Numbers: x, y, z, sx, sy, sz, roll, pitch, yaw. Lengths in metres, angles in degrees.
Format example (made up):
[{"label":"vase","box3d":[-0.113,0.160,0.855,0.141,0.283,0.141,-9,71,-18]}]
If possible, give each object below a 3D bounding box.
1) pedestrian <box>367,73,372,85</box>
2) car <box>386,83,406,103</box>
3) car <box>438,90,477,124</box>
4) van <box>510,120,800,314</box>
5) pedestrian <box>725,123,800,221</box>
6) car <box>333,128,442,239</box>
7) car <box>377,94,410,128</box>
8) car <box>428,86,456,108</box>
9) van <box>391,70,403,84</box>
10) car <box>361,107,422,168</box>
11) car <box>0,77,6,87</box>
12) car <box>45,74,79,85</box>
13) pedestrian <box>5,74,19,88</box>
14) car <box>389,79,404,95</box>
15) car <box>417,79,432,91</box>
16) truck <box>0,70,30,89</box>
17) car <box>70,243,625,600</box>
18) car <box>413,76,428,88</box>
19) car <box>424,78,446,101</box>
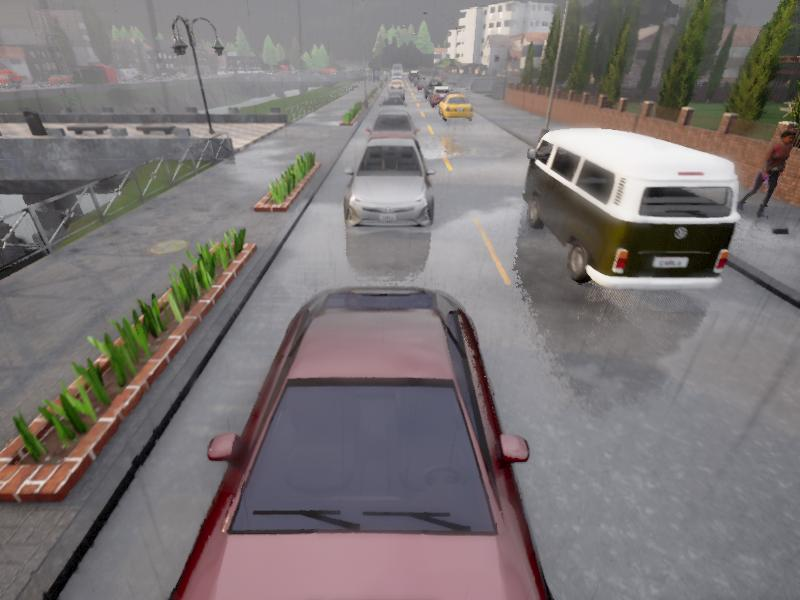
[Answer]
[{"label":"pedestrian","box3d":[-5.521,-39.969,72.252,0.751,1.860,0.751,3,30,6]},{"label":"car","box3d":[-0.352,-20.341,39.274,1.845,1.501,3.633,0,30,0]},{"label":"car","box3d":[3.602,-12.690,26.145,1.801,1.575,5.366,0,30,0]},{"label":"van","box3d":[3.650,-1.818,7.097,2.069,2.038,4.480,0,30,0]},{"label":"pedestrian","box3d":[7.972,-2.729,8.584,0.751,1.860,0.751,4,31,6]},{"label":"car","box3d":[-0.206,-3.032,9.677,2.007,1.525,4.514,0,30,1]},{"label":"car","box3d":[-0.407,-11.468,24.154,1.816,1.474,4.193,0,30,-1]},{"label":"car","box3d":[3.567,-17.601,34.646,1.970,1.475,3.806,0,30,0]},{"label":"van","box3d":[-0.540,-43.788,78.474,2.351,2.431,6.366,0,30,0]},{"label":"car","box3d":[-0.253,-6.373,15.389,2.007,1.525,4.514,0,30,0]},{"label":"car","box3d":[-66.186,-34.663,63.700,1.837,1.490,4.892,0,30,0]},{"label":"car","box3d":[-62.226,-40.728,73.795,2.097,1.767,4.553,0,30,0]},{"label":"pedestrian","box3d":[-58.593,-33.088,60.409,0.751,1.860,0.751,19,36,30]},{"label":"car","box3d":[-0.400,-26.920,50.517,1.882,1.535,5.008,0,30,0]},{"label":"car","box3d":[3.475,-30.958,57.597,1.994,1.385,4.181,0,30,0]},{"label":"truck","box3d":[-62.185,-34.801,62.978,2.627,2.467,5.204,0,30,0]},{"label":"car","box3d":[-0.188,1.021,2.929,1.994,1.385,4.181,0,30,0]},{"label":"car","box3d":[3.488,-37.107,67.939,2.242,1.667,4.611,0,30,0]},{"label":"car","box3d":[3.599,-22.120,41.980,1.932,1.855,4.605,0,31,0]}]
